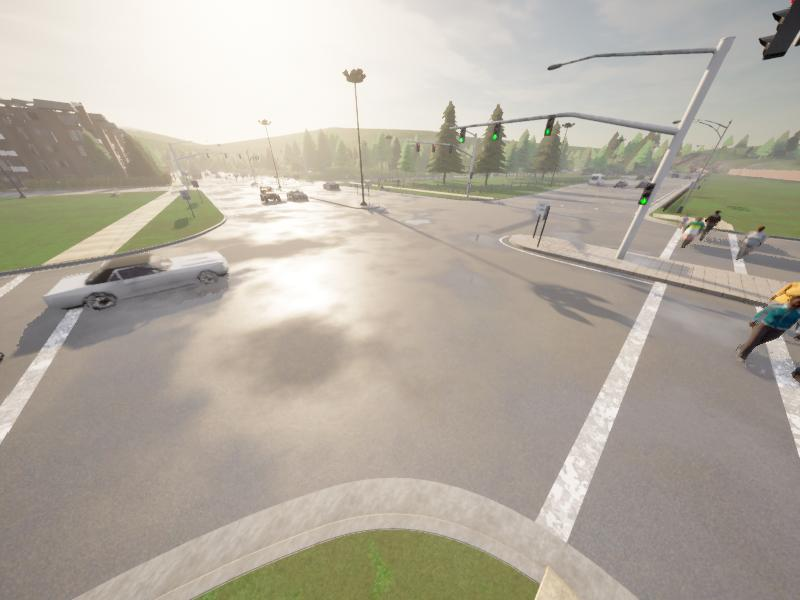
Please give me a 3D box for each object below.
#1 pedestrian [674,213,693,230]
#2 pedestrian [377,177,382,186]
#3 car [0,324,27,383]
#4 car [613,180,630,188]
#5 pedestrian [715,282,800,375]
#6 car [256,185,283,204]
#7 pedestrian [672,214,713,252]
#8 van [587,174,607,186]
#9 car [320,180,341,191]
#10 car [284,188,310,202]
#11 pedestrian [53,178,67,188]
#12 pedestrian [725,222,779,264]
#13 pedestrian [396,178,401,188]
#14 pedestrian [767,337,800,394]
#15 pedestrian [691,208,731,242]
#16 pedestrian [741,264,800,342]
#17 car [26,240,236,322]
[{"bbox_3d":[21.493,-5.924,17.510,0.500,1.100,0.500,-25,38,-36],"label":"pedestrian"},{"bbox_3d":[-4.920,-28.372,55.293,0.751,1.860,0.751,-20,36,-31],"label":"pedestrian"},{"bbox_3d":[-10.893,1.755,3.658,4.611,1.667,2.242,-23,37,-34],"label":"car"},{"bbox_3d":[50.693,-26.507,52.746,3.633,1.501,1.845,-23,37,-34],"label":"car"},{"bbox_3d":[8.474,0.664,5.306,0.751,1.860,0.751,-22,37,-33],"label":"pedestrian"},{"bbox_3d":[-17.718,-14.306,31.254,1.905,1.878,3.866,-22,37,-34],"label":"car"},{"bbox_3d":[16.420,-3.787,13.017,0.751,1.860,0.751,-25,38,-36],"label":"pedestrian"},{"bbox_3d":[50.631,-30.859,59.255,5.915,2.561,1.988,-23,37,-34],"label":"van"},{"bbox_3d":[-14.547,-24.047,48.375,1.930,1.638,5.238,-22,37,-34],"label":"car"},{"bbox_3d":[-14.791,-15.058,33.079,1.994,1.385,4.181,-22,37,-33],"label":"car"},{"bbox_3d":[-72.154,-24.760,49.037,0.751,1.860,0.751,-17,34,-27],"label":"pedestrian"},{"bbox_3d":[17.564,-2.852,11.583,0.751,1.860,0.751,-21,36,-32],"label":"pedestrian"},{"bbox_3d":[-0.325,-25.086,49.603,0.751,1.860,0.751,-20,35,-31],"label":"pedestrian"},{"bbox_3d":[8.789,1.069,4.630,0.751,1.860,0.751,-24,38,-35],"label":"pedestrian"},{"bbox_3d":[19.688,-4.748,14.680,0.751,1.860,0.751,23,37,34],"label":"pedestrian"},{"bbox_3d":[10.672,0.097,6.297,0.751,1.860,0.751,-17,34,-27],"label":"pedestrian"},{"bbox_3d":[-9.400,-1.006,8.812,4.718,1.301,1.895,-23,37,-34],"label":"car"}]
